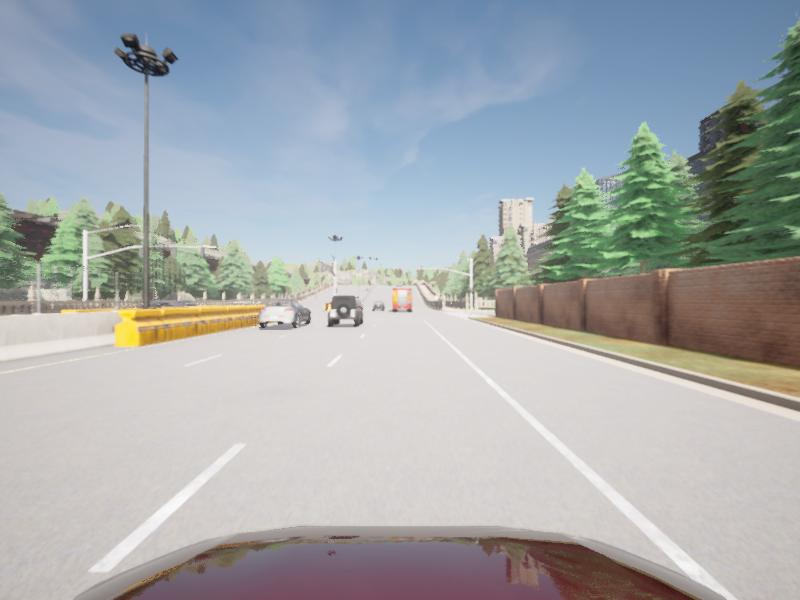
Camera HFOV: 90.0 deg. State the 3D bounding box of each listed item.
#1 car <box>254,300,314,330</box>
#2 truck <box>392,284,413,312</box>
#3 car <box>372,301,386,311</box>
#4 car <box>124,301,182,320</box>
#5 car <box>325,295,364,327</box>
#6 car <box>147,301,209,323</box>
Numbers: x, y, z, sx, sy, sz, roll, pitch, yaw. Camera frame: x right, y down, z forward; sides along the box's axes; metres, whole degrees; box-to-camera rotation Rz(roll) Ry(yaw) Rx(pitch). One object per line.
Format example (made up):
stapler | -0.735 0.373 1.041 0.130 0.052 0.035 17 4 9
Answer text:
car | -6.878 0.808 24.380 2.152 1.651 5.027 0 0 0
truck | 0.356 -0.253 59.372 2.891 3.827 8.468 0 0 0
car | -3.141 0.886 60.621 1.789 1.549 3.705 0 0 0
car | -20.815 0.884 33.996 1.837 1.490 4.892 0 -1 0
car | -3.370 0.671 25.119 1.905 1.878 3.866 0 -1 0
car | -17.330 0.859 31.563 2.038 1.542 4.974 0 0 0
